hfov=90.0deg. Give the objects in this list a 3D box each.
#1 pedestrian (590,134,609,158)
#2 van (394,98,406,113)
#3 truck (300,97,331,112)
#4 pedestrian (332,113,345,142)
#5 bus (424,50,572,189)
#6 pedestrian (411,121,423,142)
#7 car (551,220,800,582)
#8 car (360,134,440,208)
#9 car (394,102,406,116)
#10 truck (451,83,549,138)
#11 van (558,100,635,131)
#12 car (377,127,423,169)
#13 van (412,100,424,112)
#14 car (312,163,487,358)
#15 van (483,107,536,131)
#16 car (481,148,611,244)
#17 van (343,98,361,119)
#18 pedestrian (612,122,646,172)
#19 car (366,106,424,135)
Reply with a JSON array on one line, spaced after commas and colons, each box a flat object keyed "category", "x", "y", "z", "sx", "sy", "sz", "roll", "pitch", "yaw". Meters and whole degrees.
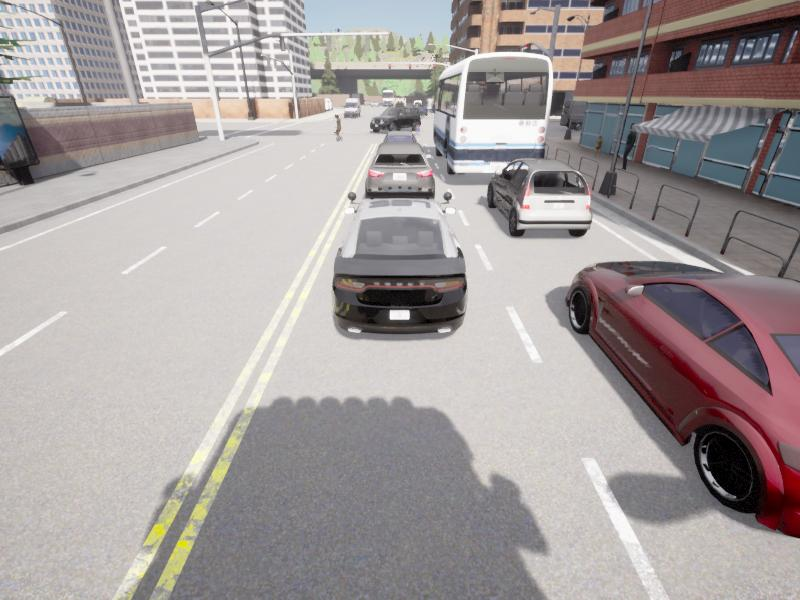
[{"category": "pedestrian", "x": 10.056, "y": -7.771, "z": 20.214, "sx": 0.500, "sy": 1.100, "sz": 0.500, "roll": 1, "pitch": 27, "yaw": 2}, {"category": "van", "x": 0.001, "y": -38.267, "z": 78.529, "sx": 2.351, "sy": 2.431, "sz": 6.366, "roll": 0, "pitch": 27, "yaw": 0}, {"category": "truck", "x": -16.168, "y": -37.544, "z": 76.784, "sx": 5.204, "sy": 2.467, "sz": 2.615, "roll": 0, "pitch": 27, "yaw": 0}, {"category": "pedestrian", "x": -4.345, "y": -12.237, "z": 28.382, "sx": 0.751, "sy": 1.860, "sz": 0.751, "roll": -2, "pitch": 27, "yaw": -3}, {"category": "bus", "x": 3.380, "y": -8.231, "z": 18.010, "sx": 3.944, "sy": 4.253, "sz": 10.273, "roll": 0, "pitch": 27, "yaw": 0}, {"category": "pedestrian", "x": 1.223, "y": -12.053, "z": 28.637, "sx": 0.751, "sy": 1.300, "sz": 0.751, "roll": 7, "pitch": 28, "yaw": 13}, {"category": "car", "x": 3.521, "y": 0.390, "z": 4.367, "sx": 1.994, "sy": 1.385, "sz": 4.181, "roll": -1, "pitch": 27, "yaw": -2}, {"category": "car", "x": 0.001, "y": -4.561, "z": 13.685, "sx": 2.242, "sy": 1.667, "sz": 4.611, "roll": 0, "pitch": 27, "yaw": 0}, {"category": "car", "x": -0.002, "y": -31.014, "z": 64.992, "sx": 1.905, "sy": 1.878, "sz": 3.866, "roll": 0, "pitch": 27, "yaw": 0}, {"category": "truck", "x": 8.455, "y": -16.075, "z": 33.763, "sx": 8.468, "sy": 3.827, "sz": 2.891, "roll": -19, "pitch": 33, "yaw": -33}, {"category": "van", "x": 18.500, "y": -17.528, "z": 37.997, "sx": 5.915, "sy": 2.561, "sz": 1.988, "roll": 0, "pitch": 27, "yaw": 0}, {"category": "car", "x": 0.002, "y": -7.807, "z": 20.313, "sx": 2.033, "sy": 1.411, "sz": 5.357, "roll": 0, "pitch": 27, "yaw": 0}, {"category": "van", "x": 3.499, "y": -38.512, "z": 79.447, "sx": 2.069, "sy": 2.038, "sz": 4.480, "roll": 0, "pitch": 27, "yaw": 0}, {"category": "car", "x": -0.002, "y": -1.178, "z": 7.124, "sx": 1.930, "sy": 1.638, "sz": 5.238, "roll": 0, "pitch": 27, "yaw": 0}, {"category": "van", "x": 10.386, "y": -17.339, "z": 38.239, "sx": 4.442, "sy": 1.987, "sz": 1.775, "roll": 0, "pitch": 27, "yaw": 0}, {"category": "car", "x": 3.503, "y": -2.904, "z": 10.526, "sx": 1.851, "sy": 1.617, "sz": 3.988, "roll": 0, "pitch": 27, "yaw": 0}, {"category": "van", "x": -7.005, "y": -28.407, "z": 59.205, "sx": 1.988, "sy": 2.561, "sz": 5.915, "roll": 0, "pitch": 27, "yaw": 0}, {"category": "pedestrian", "x": 9.410, "y": -6.321, "z": 16.519, "sx": 0.751, "sy": 1.860, "sz": 0.751, "roll": 10, "pitch": 29, "yaw": 18}, {"category": "car", "x": -0.320, "y": -16.113, "z": 35.785, "sx": 2.150, "sy": 2.045, "sz": 5.566, "roll": 19, "pitch": 33, "yaw": 33}]
